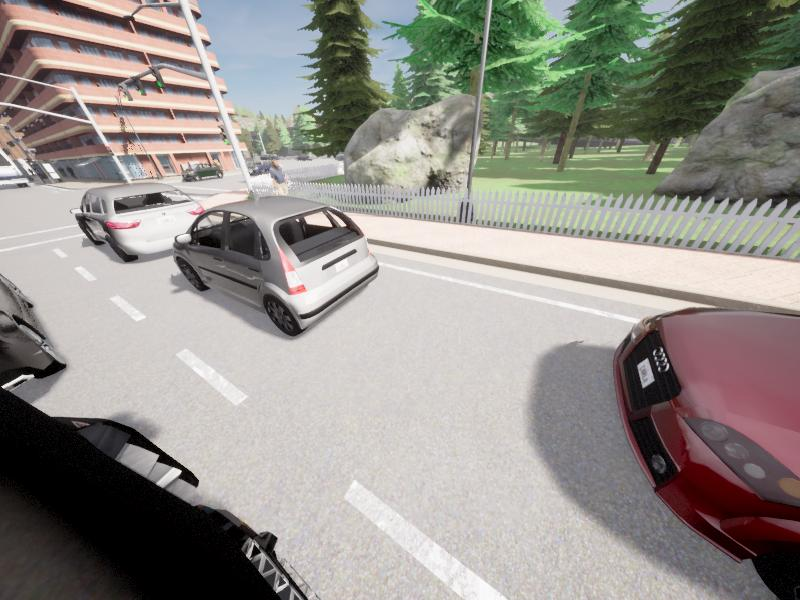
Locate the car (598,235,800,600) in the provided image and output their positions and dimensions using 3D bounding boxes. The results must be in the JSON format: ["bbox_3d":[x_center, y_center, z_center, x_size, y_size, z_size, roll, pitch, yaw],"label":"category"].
[{"bbox_3d":[3.739,0.999,0.916,4.181,1.385,1.994,18,39,28],"label":"car"}]

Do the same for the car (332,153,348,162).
[{"bbox_3d":[-13.721,-32.336,52.355,2.033,1.411,5.357,-18,36,-21],"label":"car"}]

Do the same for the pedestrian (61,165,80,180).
[{"bbox_3d":[-49.099,-19.033,34.428,0.751,1.860,0.751,12,36,21],"label":"pedestrian"}]

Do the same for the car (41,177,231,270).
[{"bbox_3d":[-7.776,-2.546,6.878,4.611,1.667,2.242,17,38,27],"label":"car"}]

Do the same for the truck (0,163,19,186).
[{"bbox_3d":[-60.299,-18.898,33.631,8.468,3.827,2.891,16,38,27],"label":"truck"}]

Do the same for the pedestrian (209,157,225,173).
[{"bbox_3d":[-25.246,-18.627,31.862,0.751,1.860,0.751,6,35,14],"label":"pedestrian"}]

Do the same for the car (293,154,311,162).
[{"bbox_3d":[-25.940,-37.662,61.227,4.892,1.490,1.837,23,41,33],"label":"car"}]

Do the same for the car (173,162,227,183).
[{"bbox_3d":[-21.157,-13.659,24.659,1.789,1.549,3.705,9,35,17],"label":"car"}]

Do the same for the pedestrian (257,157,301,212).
[{"bbox_3d":[-4.772,-4.587,9.227,0.751,1.860,0.751,17,38,27],"label":"pedestrian"}]

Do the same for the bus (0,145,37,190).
[{"bbox_3d":[-49.466,-15.795,27.739,10.273,4.253,3.944,16,38,27],"label":"bus"}]

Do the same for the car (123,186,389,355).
[{"bbox_3d":[-2.423,-0.928,4.082,3.988,1.617,1.851,16,38,27],"label":"car"}]

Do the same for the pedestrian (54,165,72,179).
[{"bbox_3d":[-53.393,-20.275,36.633,0.751,1.860,0.751,17,39,28],"label":"pedestrian"}]

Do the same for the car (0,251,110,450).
[{"bbox_3d":[-6.015,0.308,2.586,4.902,1.511,2.128,16,38,27],"label":"car"}]

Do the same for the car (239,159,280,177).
[{"bbox_3d":[-16.471,-15.683,27.413,1.970,1.475,3.806,4,34,10],"label":"car"}]

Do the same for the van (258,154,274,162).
[{"bbox_3d":[-40.265,-42.603,69.342,4.442,1.987,1.775,17,38,27],"label":"van"}]
